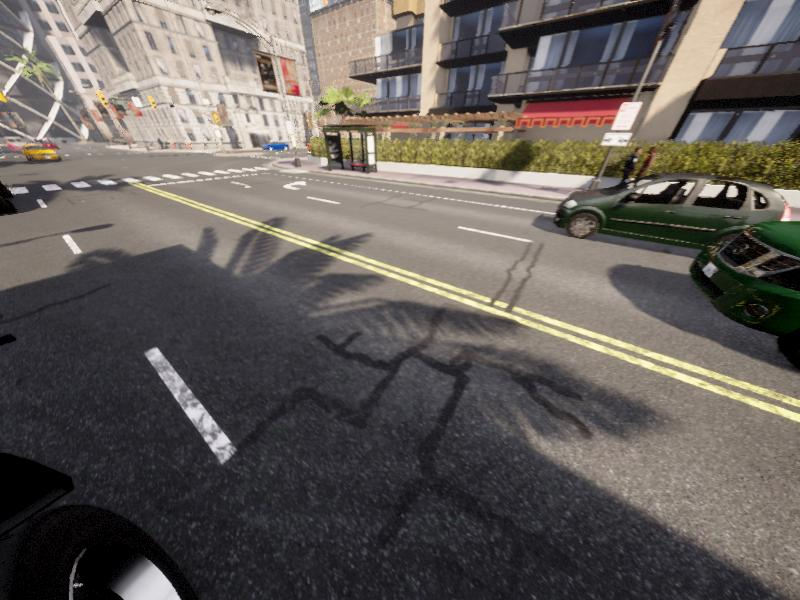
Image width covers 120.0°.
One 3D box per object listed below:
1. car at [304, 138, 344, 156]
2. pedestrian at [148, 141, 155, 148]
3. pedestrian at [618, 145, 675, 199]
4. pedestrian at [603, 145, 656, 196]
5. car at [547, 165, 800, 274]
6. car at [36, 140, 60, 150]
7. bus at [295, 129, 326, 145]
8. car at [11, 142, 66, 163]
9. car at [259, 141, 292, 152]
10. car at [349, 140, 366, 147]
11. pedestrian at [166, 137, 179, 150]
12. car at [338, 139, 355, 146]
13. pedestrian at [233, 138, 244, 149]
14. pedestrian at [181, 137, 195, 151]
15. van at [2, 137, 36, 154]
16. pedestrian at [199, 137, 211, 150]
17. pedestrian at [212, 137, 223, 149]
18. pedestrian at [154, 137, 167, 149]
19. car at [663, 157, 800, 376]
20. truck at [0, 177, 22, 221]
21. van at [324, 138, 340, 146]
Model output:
[{"bbox_3d":[-11.489,-23.657,35.594,2.150,2.045,5.566,21,40,27],"label":"car"},{"bbox_3d":[-52.170,-32.613,48.429,0.500,1.100,0.500,22,40,27],"label":"pedestrian"},{"bbox_3d":[10.130,-5.294,9.600,0.751,1.860,0.751,15,38,20],"label":"pedestrian"},{"bbox_3d":[9.919,-5.627,10.069,0.751,1.860,0.751,12,37,15],"label":"pedestrian"},{"bbox_3d":[6.357,-2.297,5.836,3.988,1.617,1.851,22,40,27],"label":"car"},{"bbox_3d":[-67.385,-29.711,44.238,4.181,1.385,1.994,25,42,30],"label":"car"},{"bbox_3d":[-30.917,-56.530,80.126,10.273,4.253,3.944,23,41,27],"label":"bus"},{"bbox_3d":[-37.362,-15.266,23.846,5.366,1.575,1.801,18,39,23],"label":"car"},{"bbox_3d":[-23.309,-28.872,43.323,1.882,1.535,5.008,22,40,27],"label":"car"},{"bbox_3d":[-12.334,-45.574,67.137,4.514,1.525,2.007,21,40,27],"label":"car"},{"bbox_3d":[-40.047,-27.484,40.606,0.751,1.860,0.751,22,41,28],"label":"pedestrian"},{"bbox_3d":[-16.932,-49.927,73.143,4.611,1.667,2.242,20,40,26],"label":"car"},{"bbox_3d":[-30.682,-29.759,43.924,0.751,1.860,0.751,14,37,18],"label":"pedestrian"},{"bbox_3d":[-35.716,-26.259,38.910,0.751,1.860,0.751,10,36,14],"label":"pedestrian"},{"bbox_3d":[-56.134,-22.814,34.023,4.442,1.987,1.775,22,41,28],"label":"van"},{"bbox_3d":[-35.288,-28.307,41.820,0.751,1.860,0.751,22,41,28],"label":"pedestrian"},{"bbox_3d":[-34.774,-29.818,43.968,0.751,1.860,0.751,22,41,28],"label":"pedestrian"},{"bbox_3d":[-44.390,-29.080,42.830,0.751,1.860,0.751,20,39,25],"label":"pedestrian"},{"bbox_3d":[6.863,0.182,1.942,5.566,2.045,2.150,22,40,27],"label":"car"},{"bbox_3d":[-15.795,-4.085,7.735,6.274,2.098,2.390,22,41,28],"label":"truck"},{"bbox_3d":[-21.003,-49.185,71.735,4.480,2.038,2.069,21,40,27],"label":"van"}]
